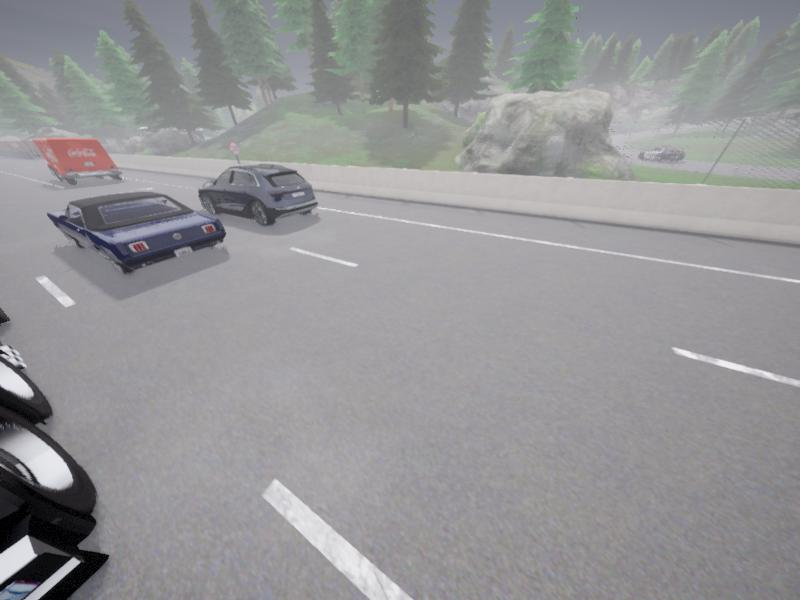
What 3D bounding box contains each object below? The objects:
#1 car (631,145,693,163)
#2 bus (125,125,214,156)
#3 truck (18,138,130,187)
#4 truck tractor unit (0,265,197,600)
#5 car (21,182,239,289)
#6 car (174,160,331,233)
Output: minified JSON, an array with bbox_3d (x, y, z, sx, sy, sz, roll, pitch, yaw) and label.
[{"bbox_3d":[29.845,-16.885,26.627,2.038,1.542,4.974,5,35,7],"label":"car"},{"bbox_3d":[-42.287,-29.802,43.196,3.944,4.253,10.273,18,39,24],"label":"bus"},{"bbox_3d":[-21.708,-9.324,15.461,5.204,2.467,2.627,18,39,24],"label":"truck"},{"bbox_3d":[-5.116,-0.294,0.777,6.516,4.208,3.053,18,39,24],"label":"truck tractor unit"},{"bbox_3d":[-6.518,-1.864,5.618,4.718,1.301,1.895,17,39,24],"label":"car"},{"bbox_3d":[-5.143,-3.855,8.175,4.856,1.649,2.033,17,39,24],"label":"car"}]
